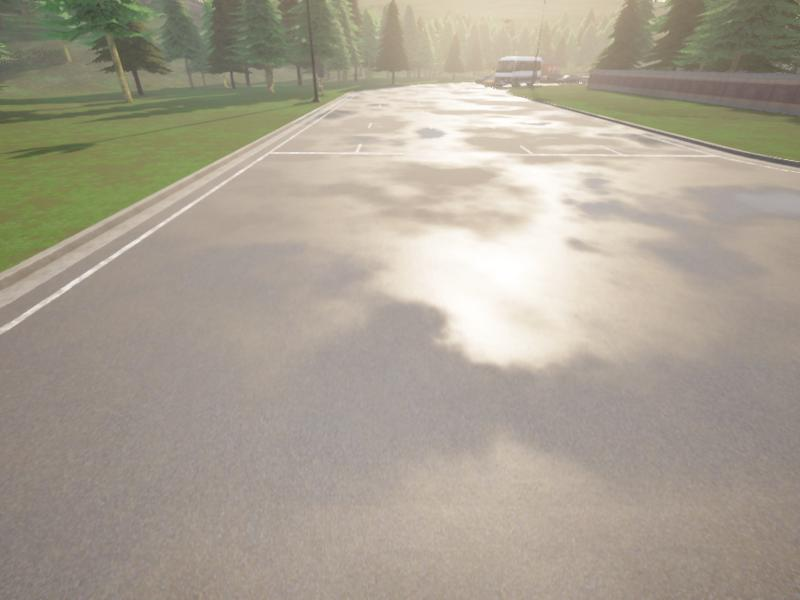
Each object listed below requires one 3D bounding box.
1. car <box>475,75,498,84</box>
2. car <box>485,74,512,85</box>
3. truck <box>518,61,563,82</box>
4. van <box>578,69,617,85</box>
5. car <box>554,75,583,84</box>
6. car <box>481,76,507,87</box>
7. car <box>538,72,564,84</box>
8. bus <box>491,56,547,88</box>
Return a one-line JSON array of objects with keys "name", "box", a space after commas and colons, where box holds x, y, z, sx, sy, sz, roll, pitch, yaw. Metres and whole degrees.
[{"name": "car", "box": [16.304, -41.600, 75.506, 4.193, 1.474, 1.816, -23, 37, -34]}, {"name": "car", "box": [17.870, -40.041, 72.686, 4.856, 1.649, 2.033, -23, 37, -34]}, {"name": "truck", "box": [29.762, -48.409, 84.809, 8.468, 3.827, 2.891, -12, 32, -19]}, {"name": "van", "box": [36.823, -41.596, 74.568, 6.366, 2.431, 2.351, -12, 32, -19]}, {"name": "car", "box": [32.131, -42.121, 76.410, 4.792, 1.488, 2.163, -14, 33, -22]}, {"name": "car", "box": [15.640, -36.363, 66.512, 1.801, 1.575, 5.366, 21, 37, 32]}, {"name": "car", "box": [29.665, -43.671, 78.659, 4.605, 1.855, 1.932, -14, 33, -22]}, {"name": "bus", "box": [19.302, -36.892, 64.729, 3.944, 4.253, 10.273, 24, 38, 35]}]
